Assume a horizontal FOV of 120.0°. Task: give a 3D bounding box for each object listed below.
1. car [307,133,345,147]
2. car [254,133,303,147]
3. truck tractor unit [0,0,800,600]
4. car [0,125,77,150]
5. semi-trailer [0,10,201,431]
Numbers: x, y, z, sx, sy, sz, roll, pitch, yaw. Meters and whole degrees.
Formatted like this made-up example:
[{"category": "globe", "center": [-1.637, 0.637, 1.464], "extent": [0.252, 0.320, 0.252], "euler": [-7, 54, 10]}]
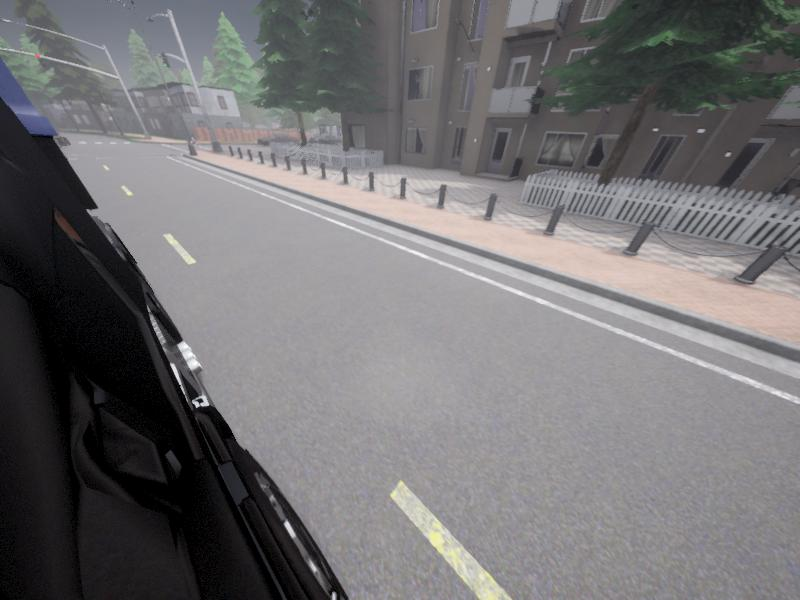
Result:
[{"category": "car", "center": [-11.238, -24.513, 35.391], "extent": [2.152, 1.651, 5.027], "euler": [30, 44, 32]}, {"category": "car", "center": [-16.156, -21.450, 30.998], "extent": [2.033, 1.411, 5.357], "euler": [30, 44, 32]}, {"category": "truck tractor unit", "center": [-2.645, -0.295, 0.351], "extent": [6.516, 4.208, 3.053], "euler": [28, 44, 30]}, {"category": "car", "center": [-29.011, -12.576, 17.824], "extent": [1.994, 1.385, 4.181], "euler": [9, 36, 8]}, {"category": "semi-trailer", "center": [-8.757, -3.546, 4.197], "extent": [14.254, 4.402, 2.717], "euler": [27, 41, 29]}]
